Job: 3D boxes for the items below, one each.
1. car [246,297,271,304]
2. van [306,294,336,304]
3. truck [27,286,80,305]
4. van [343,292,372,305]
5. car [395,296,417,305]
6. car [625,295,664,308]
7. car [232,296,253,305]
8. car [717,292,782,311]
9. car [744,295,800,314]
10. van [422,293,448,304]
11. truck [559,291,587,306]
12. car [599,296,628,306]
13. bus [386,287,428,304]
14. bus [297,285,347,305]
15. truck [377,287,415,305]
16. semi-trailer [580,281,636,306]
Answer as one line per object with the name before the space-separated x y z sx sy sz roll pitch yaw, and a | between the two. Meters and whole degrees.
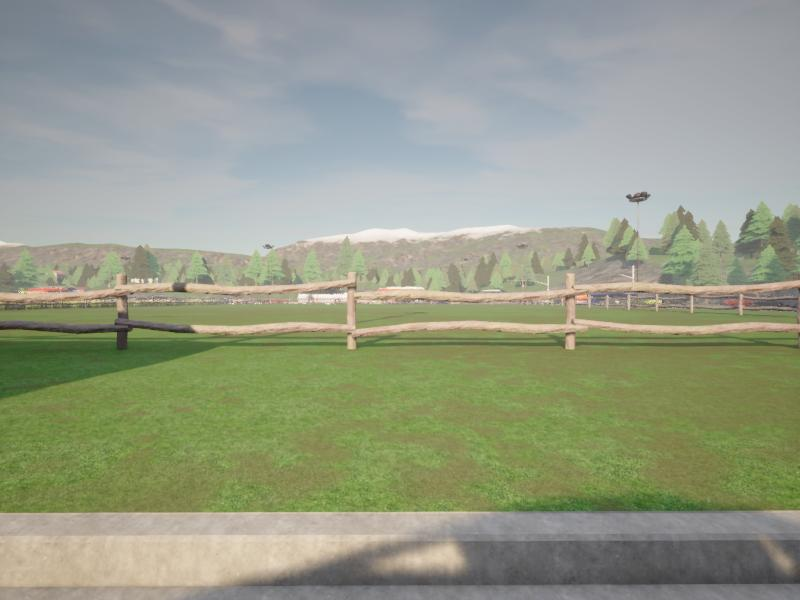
car | -33.545 0.171 95.192 5.238 1.638 1.930 0 0 -1
van | -18.139 -0.222 91.845 6.366 2.431 2.351 0 0 -1
truck | -72.912 -0.925 84.286 8.468 3.827 2.891 0 0 -1
van | -8.941 -0.280 84.936 5.915 2.561 1.988 0 0 -1
car | 1.316 0.052 85.044 4.605 1.855 1.932 0 0 -1
car | 29.835 0.228 48.960 2.007 1.525 4.514 0 0 0
car | -34.720 0.056 88.178 3.866 1.878 1.905 0 0 -1
car | 33.323 0.156 38.330 2.242 1.667 4.611 0 0 0
car | 29.783 0.307 31.394 1.994 1.385 4.181 0 0 1
van | 8.074 -0.278 92.113 5.915 2.561 1.988 0 0 0
truck | 29.825 -0.239 69.120 2.627 2.467 5.204 0 0 0
car | 36.825 0.180 69.139 2.152 1.651 5.027 0 0 -1
bus | 1.668 -1.134 99.170 10.273 4.253 3.944 0 0 -1
bus | -17.080 -1.131 88.479 10.273 4.253 3.944 0 0 -1
truck | -0.890 -0.921 88.518 8.468 3.827 2.891 0 0 -1
semi-trailer | 39.933 -1.220 77.731 2.717 4.402 14.254 0 0 -3
